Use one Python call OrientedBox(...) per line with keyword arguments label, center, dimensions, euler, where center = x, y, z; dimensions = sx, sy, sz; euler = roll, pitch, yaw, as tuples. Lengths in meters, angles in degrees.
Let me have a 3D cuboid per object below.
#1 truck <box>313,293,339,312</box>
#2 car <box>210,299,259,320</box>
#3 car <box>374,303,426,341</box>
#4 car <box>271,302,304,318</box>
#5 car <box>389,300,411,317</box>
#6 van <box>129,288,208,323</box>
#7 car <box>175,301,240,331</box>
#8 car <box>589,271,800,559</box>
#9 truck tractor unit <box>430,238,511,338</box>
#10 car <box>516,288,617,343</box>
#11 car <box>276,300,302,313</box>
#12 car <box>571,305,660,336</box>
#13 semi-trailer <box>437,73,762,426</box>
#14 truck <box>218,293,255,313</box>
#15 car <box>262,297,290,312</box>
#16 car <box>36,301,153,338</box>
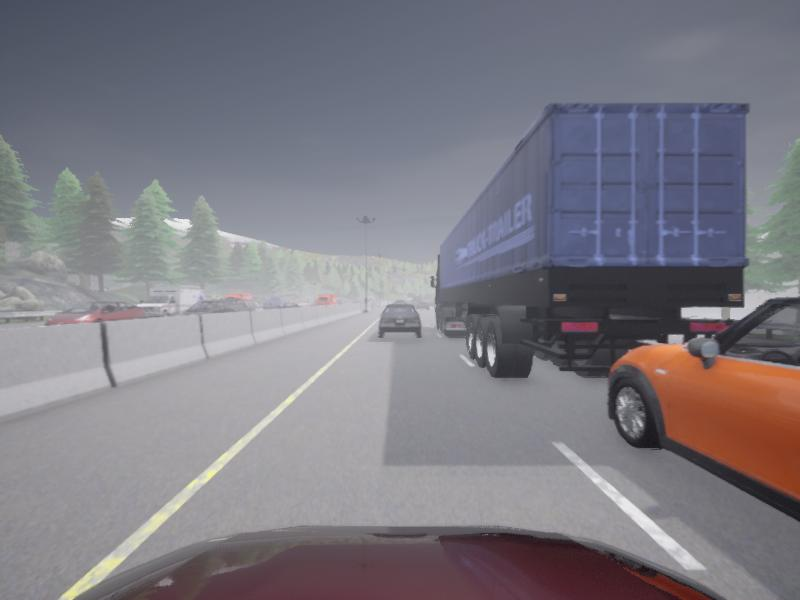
OrientedBox(label="truck", center=(-10.440, 0.345, 56.763), dimensions=(2.627, 2.467, 5.204), euler=(0, 0, 0))
OrientedBox(label="car", center=(-13.995, 0.747, 34.179), dimensions=(2.242, 1.667, 4.611), euler=(0, 0, 0))
OrientedBox(label="car", center=(0.000, 0.890, 18.295), dimensions=(2.033, 1.411, 5.357), euler=(0, 0, 0))
OrientedBox(label="car", center=(-10.492, 0.898, 37.654), dimensions=(1.994, 1.385, 4.181), euler=(0, 0, 0))
OrientedBox(label="car", center=(0.022, 0.815, 40.303), dimensions=(2.038, 1.542, 4.974), euler=(0, 0, 0))
OrientedBox(label="van", center=(-17.503, 0.370, 30.802), dimensions=(2.351, 2.431, 6.366), euler=(0, 0, 0))
OrientedBox(label="car", center=(-10.502, 0.812, 22.151), dimensions=(1.789, 1.549, 3.705), euler=(0, 0, 0))
OrientedBox(label="car", center=(3.499, 0.705, 2.898), dimensions=(2.097, 1.767, 4.553), euler=(0, 0, 0))
OrientedBox(label="truck tractor unit", center=(3.182, -0.522, 20.020), dimensions=(3.053, 4.208, 6.516), euler=(0, 0, 1))
OrientedBox(label="car", center=(7.000, 0.564, 17.656), dimensions=(2.150, 2.045, 5.566), euler=(0, 0, 0))
OrientedBox(label="car", center=(-13.955, 0.789, 50.642), dimensions=(1.801, 1.575, 5.366), euler=(0, 0, 0))
OrientedBox(label="car", center=(10.498, 0.939, 19.958), dimensions=(1.895, 1.301, 4.718), euler=(0, 0, 0))
OrientedBox(label="semi-trailer", center=(3.143, -0.621, 12.108), dimensions=(2.717, 4.402, 14.254), euler=(0, 0, 0))
OrientedBox(label="truck", center=(-20.959, 0.347, 51.471), dimensions=(2.627, 2.467, 5.204), euler=(0, 0, 0))
OrientedBox(label="car", center=(-17.437, 0.555, 56.576), dimensions=(2.150, 2.045, 5.566), euler=(0, 0, 1))
OrientedBox(label="car", center=(-14.002, 0.824, 18.765), dimensions=(2.007, 1.525, 4.514), euler=(0, 0, 0))
